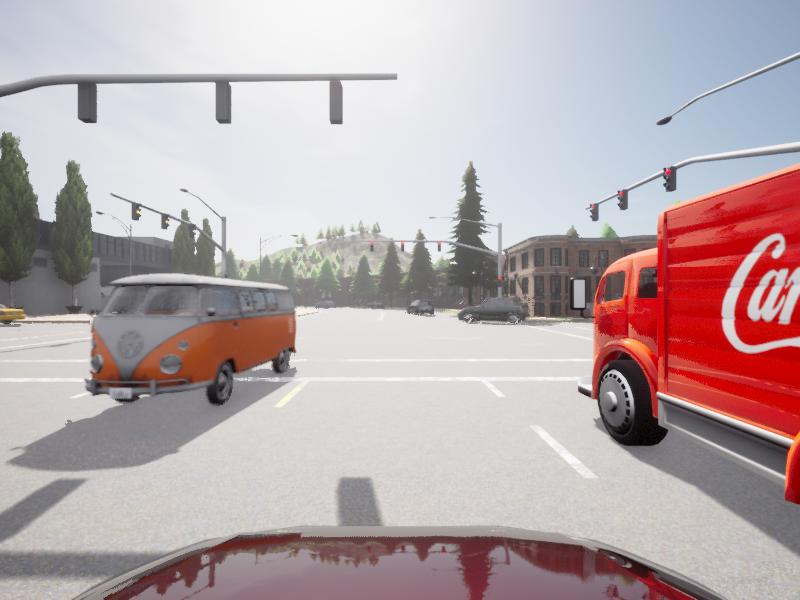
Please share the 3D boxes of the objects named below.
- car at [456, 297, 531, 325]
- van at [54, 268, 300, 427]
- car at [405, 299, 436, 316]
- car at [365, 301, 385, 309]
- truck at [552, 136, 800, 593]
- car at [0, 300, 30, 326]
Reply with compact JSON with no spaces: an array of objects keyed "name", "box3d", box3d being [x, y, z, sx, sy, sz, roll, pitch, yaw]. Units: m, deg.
[{"name":"car","box3d":[6.359,0.694,27.238,4.553,1.767,2.097,0,0,27]},{"name":"van","box3d":[-3.395,0.598,7.280,1.775,1.987,4.442,0,0,4]},{"name":"car","box3d":[2.135,0.777,43.030,2.033,1.649,4.856,0,0,-15]},{"name":"car","box3d":[-4.502,0.894,72.275,1.970,1.475,3.806,0,0,-32]},{"name":"truck","box3d":[3.467,0.353,2.993,2.627,2.467,5.204,0,0,-1]},{"name":"car","box3d":[-26.675,0.801,25.004,5.366,1.575,1.801,0,0,-1]}]
